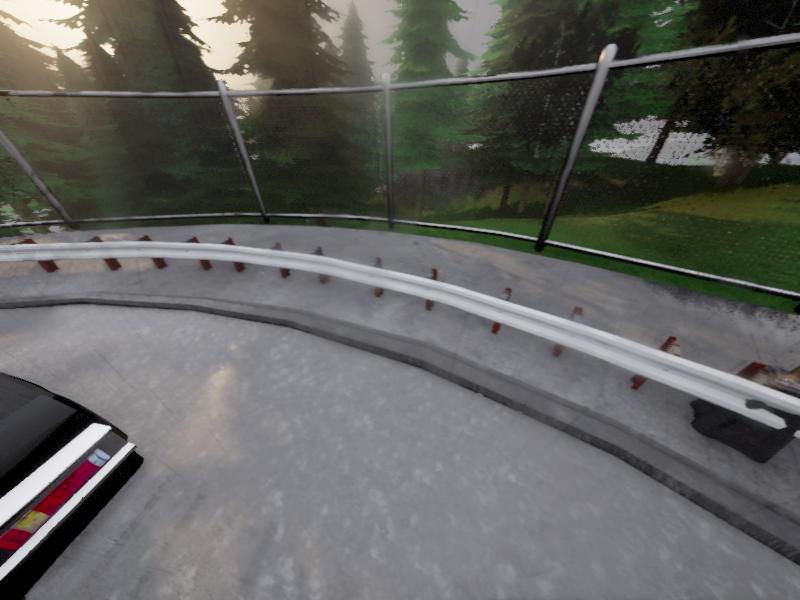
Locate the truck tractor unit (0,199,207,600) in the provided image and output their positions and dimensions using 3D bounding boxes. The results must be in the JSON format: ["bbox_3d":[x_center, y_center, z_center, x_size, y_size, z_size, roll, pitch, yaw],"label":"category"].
[{"bbox_3d":[-5.353,0.109,0.201,6.516,4.208,3.053,4,35,6],"label":"truck tractor unit"}]
